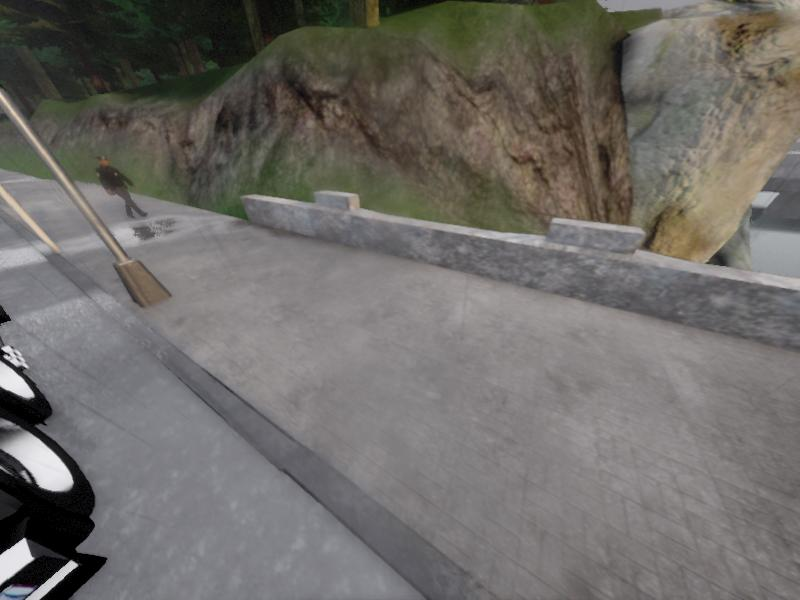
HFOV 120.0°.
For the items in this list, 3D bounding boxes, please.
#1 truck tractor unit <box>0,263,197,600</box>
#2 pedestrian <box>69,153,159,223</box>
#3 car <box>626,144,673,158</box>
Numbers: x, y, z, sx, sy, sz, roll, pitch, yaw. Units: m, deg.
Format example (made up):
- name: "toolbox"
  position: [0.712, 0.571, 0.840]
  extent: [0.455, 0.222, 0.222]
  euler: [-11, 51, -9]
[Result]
- name: "truck tractor unit"
  position: [-5.113, -0.297, 0.791]
  extent: [6.516, 4.208, 3.053]
  euler: [18, 39, 24]
- name: "pedestrian"
  position: [-8.789, -3.473, 7.209]
  extent: [0.751, 1.860, 0.751]
  euler: [7, 36, 11]
- name: "car"
  position: [35.379, -21.295, 32.900]
  extent: [3.988, 1.617, 1.851]
  euler: [18, 39, 24]
